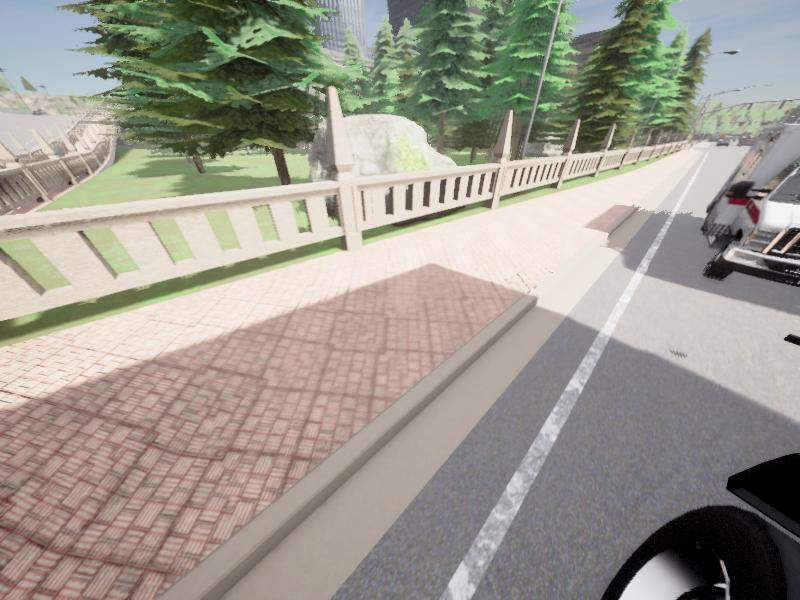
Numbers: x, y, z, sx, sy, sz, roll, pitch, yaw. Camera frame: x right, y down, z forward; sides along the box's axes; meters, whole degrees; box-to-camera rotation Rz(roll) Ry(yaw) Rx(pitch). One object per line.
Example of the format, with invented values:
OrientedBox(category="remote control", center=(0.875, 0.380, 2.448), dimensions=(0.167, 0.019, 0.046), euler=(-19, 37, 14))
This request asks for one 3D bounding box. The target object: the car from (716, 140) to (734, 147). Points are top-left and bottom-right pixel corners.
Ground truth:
OrientedBox(category="car", center=(78.696, -38.010, 56.046), dimensions=(5.357, 1.411, 2.033), euler=(-27, 43, -33))

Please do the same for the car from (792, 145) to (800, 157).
OrientedBox(category="car", center=(52.174, -18.901, 29.069), dimensions=(5.357, 1.411, 2.033), euler=(-27, 43, -33))

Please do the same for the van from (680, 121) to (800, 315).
OrientedBox(category="van", center=(8.422, -2.053, 4.661), dimensions=(6.366, 2.431, 2.351), euler=(-27, 43, -33))
